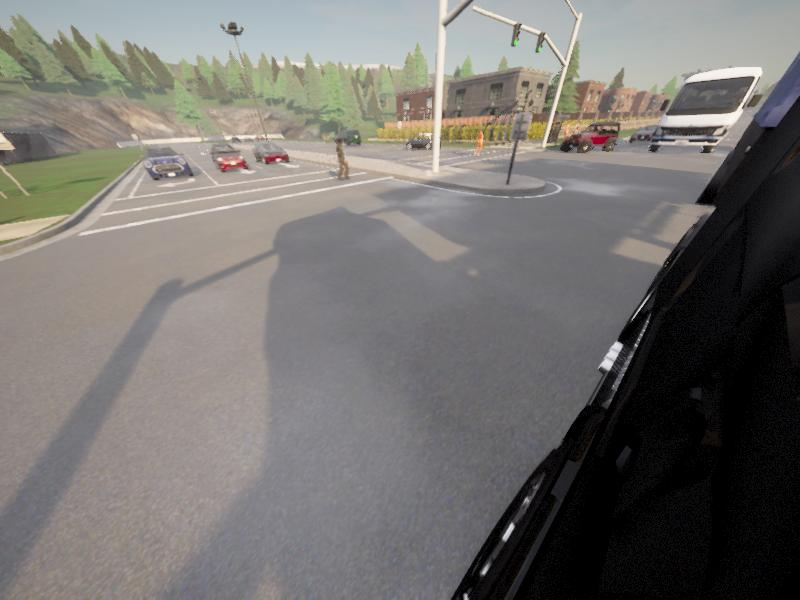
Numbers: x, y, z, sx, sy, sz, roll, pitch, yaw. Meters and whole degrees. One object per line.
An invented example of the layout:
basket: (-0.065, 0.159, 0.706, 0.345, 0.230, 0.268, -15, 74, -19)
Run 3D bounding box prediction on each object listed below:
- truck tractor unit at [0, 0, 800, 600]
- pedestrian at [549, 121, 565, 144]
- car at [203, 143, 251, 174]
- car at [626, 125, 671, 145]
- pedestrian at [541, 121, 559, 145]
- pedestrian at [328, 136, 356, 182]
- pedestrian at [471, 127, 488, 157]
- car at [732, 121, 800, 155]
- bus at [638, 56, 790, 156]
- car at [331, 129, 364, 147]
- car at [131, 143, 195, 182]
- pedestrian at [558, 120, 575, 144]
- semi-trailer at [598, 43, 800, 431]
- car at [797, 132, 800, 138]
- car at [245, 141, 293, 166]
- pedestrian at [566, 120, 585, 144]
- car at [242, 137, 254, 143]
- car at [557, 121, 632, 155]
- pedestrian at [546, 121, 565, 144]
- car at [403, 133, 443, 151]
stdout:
truck tractor unit: (2.645, -0.295, 0.351, 6.516, 4.208, 3.053, -28, 44, -30)
pedestrian: (15.896, -17.012, 23.470, 0.751, 1.860, 0.751, 21, 43, 28)
car: (-12.748, -10.490, 16.983, 1.851, 1.617, 3.988, -28, 44, -29)
car: (24.440, -16.282, 22.701, 4.181, 1.385, 1.994, -28, 44, -30)
pedestrian: (15.055, -16.803, 23.241, 0.751, 1.860, 0.751, 1, 37, 4)
pedestrian: (-2.866, -6.986, 11.495, 0.751, 1.860, 0.751, -28, 44, -30)
pedestrian: (6.306, -12.527, 18.324, 0.751, 1.860, 0.751, 26, 45, 33)
car: (23.987, -10.591, 15.046, 4.902, 1.511, 2.128, -28, 44, -30)
bus: (22.044, -13.330, 16.526, 10.273, 4.253, 3.944, -28, 44, -30)
car: (-8.118, -24.882, 35.477, 2.150, 2.045, 5.566, -28, 44, -30)
car: (-15.523, -9.205, 15.281, 2.097, 1.767, 4.553, -28, 44, -29)
pedestrian: (16.476, -16.553, 22.826, 0.751, 1.860, 0.751, 21, 43, 28)
semi-trailer: (8.693, -3.606, 4.237, 14.254, 4.402, 2.717, -28, 44, -30)
car: (38.855, -15.783, 21.105, 3.806, 1.475, 1.970, -28, 44, -30)
car: (-11.462, -12.848, 20.148, 2.163, 1.488, 4.792, -28, 44, -29)
pedestrian: (16.998, -16.259, 22.404, 0.751, 1.860, 0.751, 25, 45, 32)
car: (-44.570, -47.036, 67.678, 1.895, 1.301, 4.718, -25, 42, -27)
car: (14.925, -12.563, 17.883, 3.866, 1.878, 1.905, -10, 38, -11)
pedestrian: (15.556, -16.742, 23.131, 0.751, 1.860, 0.751, -23, 42, -25)
car: (2.437, -17.051, 24.923, 3.806, 1.475, 1.970, 27, 46, 33)
